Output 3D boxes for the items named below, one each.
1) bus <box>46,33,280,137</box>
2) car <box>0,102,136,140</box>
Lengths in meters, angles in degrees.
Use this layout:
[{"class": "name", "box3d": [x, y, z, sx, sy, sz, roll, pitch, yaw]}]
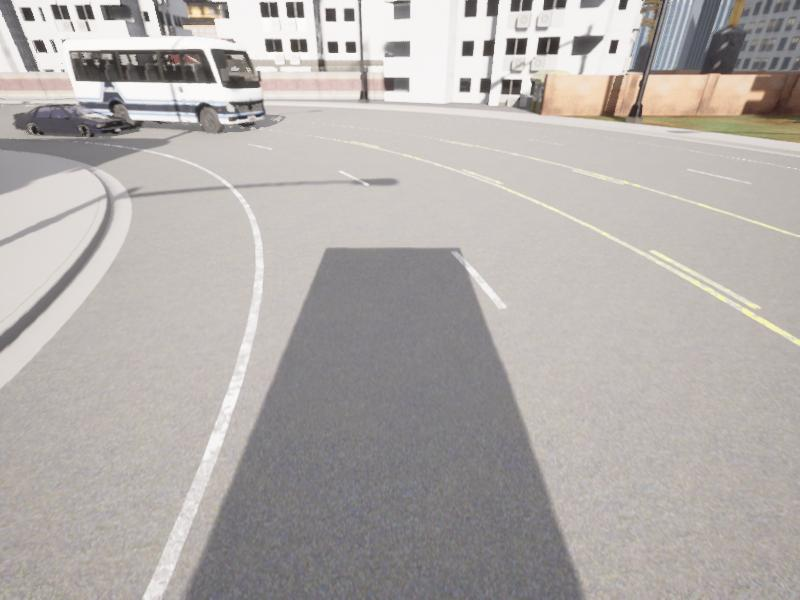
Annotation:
[{"class": "bus", "box3d": [-12.292, -11.510, 21.451, 10.273, 4.253, 3.944, 9, 31, 15]}, {"class": "car", "box3d": [-16.435, -8.949, 19.899, 5.357, 1.411, 2.033, 6, 31, 10]}]
